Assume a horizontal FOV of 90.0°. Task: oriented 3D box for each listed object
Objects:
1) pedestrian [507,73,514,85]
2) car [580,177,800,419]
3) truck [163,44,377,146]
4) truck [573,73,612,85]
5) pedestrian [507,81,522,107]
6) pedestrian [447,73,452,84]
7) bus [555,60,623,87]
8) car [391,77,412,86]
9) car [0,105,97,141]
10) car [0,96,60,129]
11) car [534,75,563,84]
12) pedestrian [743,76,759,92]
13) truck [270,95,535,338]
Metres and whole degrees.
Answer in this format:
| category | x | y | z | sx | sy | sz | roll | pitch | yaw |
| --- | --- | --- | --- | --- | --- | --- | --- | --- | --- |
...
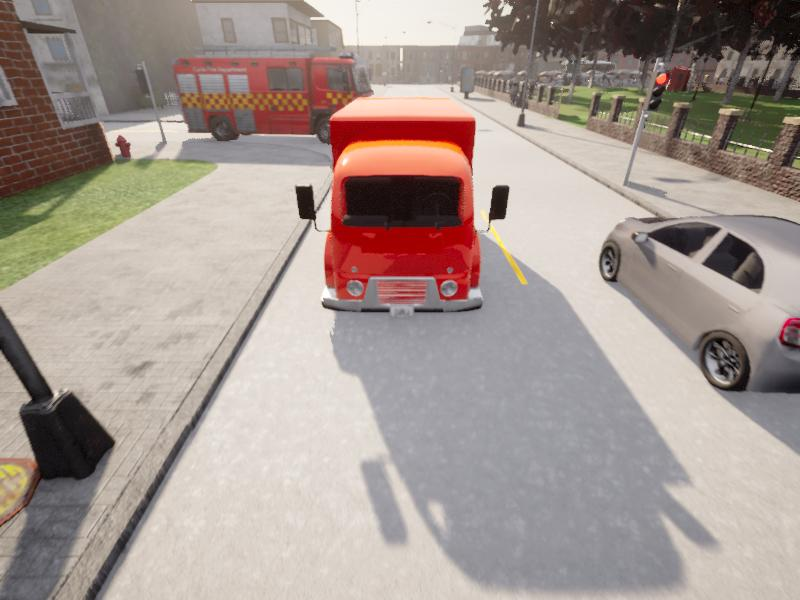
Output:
| category | x | y | z | sx | sy | sz | roll | pitch | yaw |
| --- | --- | --- | --- | --- | --- | --- | --- | --- | --- |
| pedestrian | 19.795 | -39.618 | 71.835 | 0.751 | 1.860 | 0.751 | 0 | 30 | 0 |
| car | 4.179 | -0.391 | 5.186 | 1.845 | 1.501 | 3.633 | -1 | 30 | -1 |
| truck | -5.560 | -9.487 | 18.493 | 8.468 | 3.827 | 2.891 | 4 | 31 | 6 |
| truck | 38.280 | -43.971 | 79.576 | 6.274 | 2.098 | 2.390 | 0 | 30 | 0 |
| pedestrian | 9.401 | -16.943 | 32.979 | 0.751 | 1.860 | 0.751 | 0 | 30 | 0 |
| pedestrian | 9.814 | -43.595 | 78.866 | 0.751 | 1.860 | 0.751 | -3 | 30 | -6 |
| bus | 35.600 | -42.864 | 75.734 | 10.273 | 4.253 | 3.944 | 0 | 30 | 0 |
| car | 0.311 | -43.270 | 79.080 | 3.633 | 1.501 | 1.845 | 16 | 34 | 25 |
| car | -17.810 | -8.689 | 19.554 | 4.181 | 1.385 | 1.994 | 0 | 30 | 0 |
| car | -22.810 | -10.767 | 22.959 | 4.514 | 1.525 | 2.007 | 0 | 30 | 0 |
| car | 29.546 | -43.827 | 79.646 | 5.008 | 1.535 | 1.882 | 0 | 30 | 0 |
| pedestrian | 46.157 | -28.370 | 52.587 | 0.751 | 1.860 | 0.751 | 6 | 31 | 10 |
| truck | 0.044 | -1.910 | 6.827 | 2.627 | 2.467 | 5.204 | 0 | 31 | 0 |
